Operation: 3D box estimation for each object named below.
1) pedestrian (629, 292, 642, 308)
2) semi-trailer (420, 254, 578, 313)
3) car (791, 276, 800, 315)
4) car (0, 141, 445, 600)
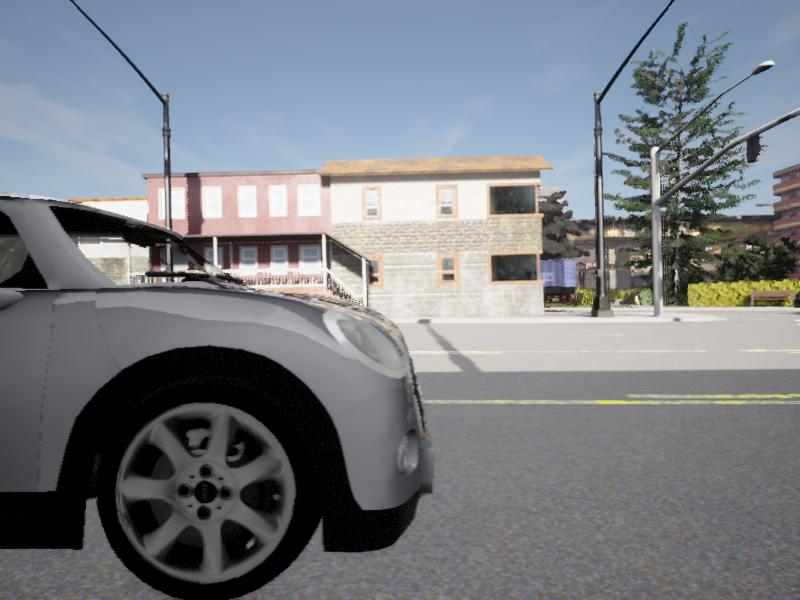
[{"bbox_3d":[20.555,-0.005,34.868,0.751,1.300,0.751,-1,0,-39],"label":"pedestrian"},{"bbox_3d":[8.068,-1.099,35.777,2.717,4.402,14.254,-1,0,-45],"label":"semi-trailer"},{"bbox_3d":[23.550,-0.290,20.031,2.150,2.045,5.566,-1,0,-42],"label":"car"},{"bbox_3d":[-1.764,0.250,2.210,3.806,1.475,1.970,0,0,0],"label":"car"}]
